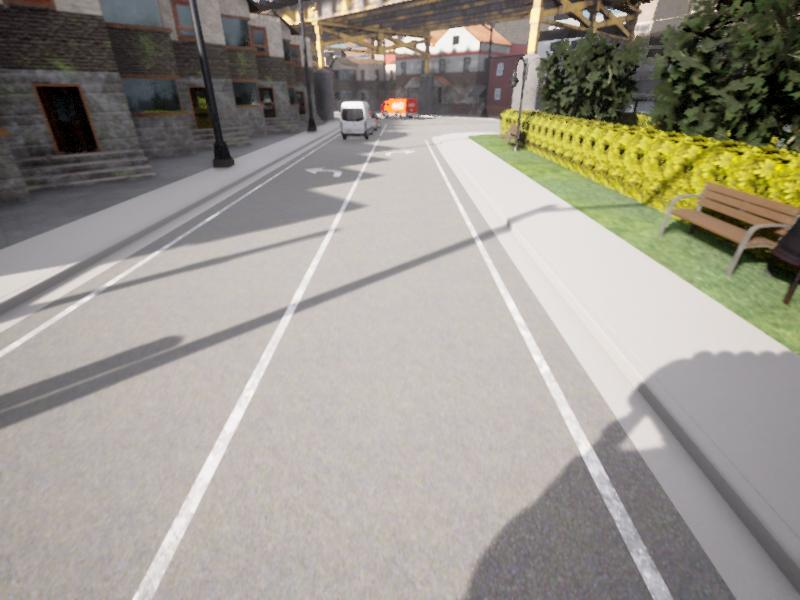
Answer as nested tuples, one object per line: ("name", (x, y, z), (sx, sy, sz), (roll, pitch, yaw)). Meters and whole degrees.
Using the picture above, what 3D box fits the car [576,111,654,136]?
("car", (17.963, -14.923, 33.693), (1.930, 1.638, 5.238), (-24, 36, -38))

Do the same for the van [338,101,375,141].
("van", (-3.244, -13.971, 30.974), (1.988, 2.561, 5.915), (1, 27, 2))

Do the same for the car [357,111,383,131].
("car", (-2.776, -16.876, 37.711), (1.845, 1.501, 3.633), (2, 27, 5))

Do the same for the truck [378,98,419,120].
("truck", (-0.241, -26.055, 54.488), (2.627, 2.467, 5.204), (-24, 36, -38))
